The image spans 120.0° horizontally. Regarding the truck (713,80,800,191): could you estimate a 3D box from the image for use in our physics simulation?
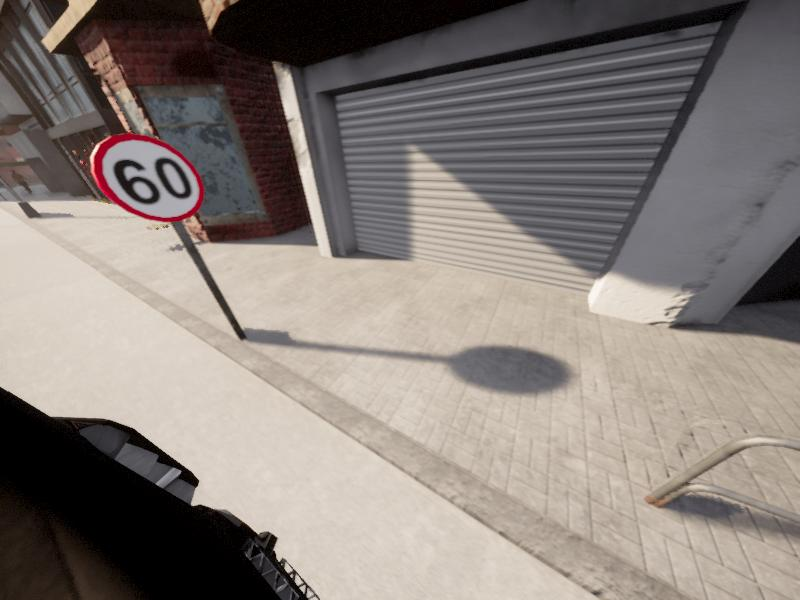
[{"bbox_3d":[18.634,-7.206,9.772,2.891,3.827,8.468,16,38,26],"label":"truck"}]

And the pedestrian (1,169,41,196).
[{"bbox_3d":[-30.009,-9.328,18.324,0.751,1.860,0.751,15,38,24],"label":"pedestrian"}]
